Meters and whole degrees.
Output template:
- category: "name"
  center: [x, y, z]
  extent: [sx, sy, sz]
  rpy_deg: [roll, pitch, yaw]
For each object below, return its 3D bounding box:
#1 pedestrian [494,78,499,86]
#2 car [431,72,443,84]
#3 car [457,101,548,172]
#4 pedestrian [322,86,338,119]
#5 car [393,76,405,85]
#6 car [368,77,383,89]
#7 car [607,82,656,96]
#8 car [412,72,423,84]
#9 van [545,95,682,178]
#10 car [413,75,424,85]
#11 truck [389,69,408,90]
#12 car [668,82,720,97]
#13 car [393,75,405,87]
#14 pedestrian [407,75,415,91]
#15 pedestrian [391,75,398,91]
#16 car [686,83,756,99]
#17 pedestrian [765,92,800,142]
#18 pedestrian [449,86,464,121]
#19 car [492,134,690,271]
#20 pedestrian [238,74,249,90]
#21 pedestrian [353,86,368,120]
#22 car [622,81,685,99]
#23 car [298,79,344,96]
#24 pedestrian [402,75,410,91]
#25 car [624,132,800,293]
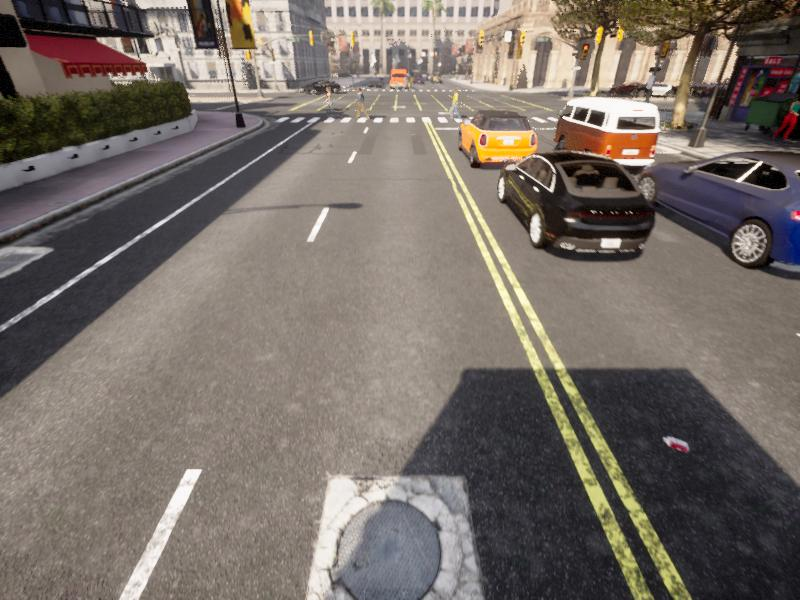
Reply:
- category: "pedestrian"
  center: [14.901, -33.498, 61.546]
  extent: [0.500, 1.100, 0.500]
  rpy_deg: [0, 30, 0]
- category: "car"
  center: [6.866, -41.284, 74.373]
  extent: [1.932, 1.855, 4.605]
  rpy_deg: [0, 30, 0]
- category: "car"
  center: [3.447, -6.083, 14.545]
  extent: [2.097, 1.767, 4.553]
  rpy_deg: [0, 30, 0]
- category: "pedestrian"
  center: [-4.431, -12.594, 25.510]
  extent: [0.751, 1.860, 0.751]
  rpy_deg: [0, 30, 0]
- category: "car"
  center: [-0.162, -38.879, 70.782]
  extent: [1.994, 1.385, 4.181]
  rpy_deg: [0, 30, 1]
- category: "car"
  center: [-3.663, -32.719, 60.269]
  extent: [2.033, 1.411, 5.357]
  rpy_deg: [0, 30, 0]
- category: "car"
  center: [26.070, -23.862, 45.235]
  extent: [4.181, 1.385, 1.994]
  rpy_deg: [0, 30, 0]
- category: "car"
  center: [3.388, -42.597, 76.594]
  extent: [1.905, 1.878, 3.866]
  rpy_deg: [0, 30, 0]
- category: "van"
  center: [6.950, -5.786, 13.798]
  extent: [2.069, 2.038, 4.480]
  rpy_deg: [0, 30, 0]
- category: "car"
  center: [3.344, -39.405, 71.573]
  extent: [1.816, 1.474, 4.193]
  rpy_deg: [0, 30, 0]
- category: "truck"
  center: [-0.155, -31.974, 57.943]
  extent: [2.627, 2.467, 5.204]
  rpy_deg: [0, 30, 0]
- category: "car"
  center: [33.151, -23.844, 45.207]
  extent: [4.181, 1.385, 1.994]
  rpy_deg: [1, 30, 1]
- category: "car"
  center: [-0.167, -35.103, 64.084]
  extent: [1.930, 1.638, 5.238]
  rpy_deg: [0, 30, 0]
- category: "pedestrian"
  center: [1.478, -28.867, 53.208]
  extent: [0.751, 1.860, 0.751]
  rpy_deg: [-10, 32, -16]
- category: "pedestrian"
  center: [-0.704, -29.198, 53.771]
  extent: [0.751, 1.860, 0.751]
  rpy_deg: [-7, 31, -11]
- category: "car"
  center: [33.747, -22.085, 42.189]
  extent: [5.357, 1.411, 2.033]
  rpy_deg: [0, 30, 0]
- category: "pedestrian"
  center: [16.650, -7.779, 17.023]
  extent: [0.751, 1.860, 0.751]
  rpy_deg: [0, 30, 0]
- category: "pedestrian"
  center: [3.475, -12.153, 24.762]
  extent: [0.751, 1.860, 0.751]
  rpy_deg: [2, 30, 3]
- category: "car"
  center: [3.461, -2.379, 8.537]
  extent: [1.837, 1.490, 4.892]
  rpy_deg: [0, 30, 0]
- category: "pedestrian"
  center: [-20.832, -29.123, 53.334]
  extent: [0.751, 1.860, 0.751]
  rpy_deg: [1, 30, 2]
- category: "pedestrian"
  center: [-2.430, -12.300, 25.010]
  extent: [0.751, 1.860, 0.751]
  rpy_deg: [1, 30, 2]
- category: "car"
  center: [26.616, -22.164, 42.184]
  extent: [4.974, 1.542, 2.038]
  rpy_deg: [0, 30, 0]
- category: "car"
  center: [-9.277, -24.992, 47.018]
  extent: [4.892, 1.490, 1.837]
  rpy_deg: [-21, 38, -32]
- category: "pedestrian"
  center: [0.788, -29.077, 53.564]
  extent: [0.751, 1.860, 0.751]
  rpy_deg: [-10, 32, -17]
- category: "car"
  center: [6.959, -2.085, 7.912]
  extent: [2.152, 1.651, 5.027]
  rpy_deg: [0, 30, 0]
